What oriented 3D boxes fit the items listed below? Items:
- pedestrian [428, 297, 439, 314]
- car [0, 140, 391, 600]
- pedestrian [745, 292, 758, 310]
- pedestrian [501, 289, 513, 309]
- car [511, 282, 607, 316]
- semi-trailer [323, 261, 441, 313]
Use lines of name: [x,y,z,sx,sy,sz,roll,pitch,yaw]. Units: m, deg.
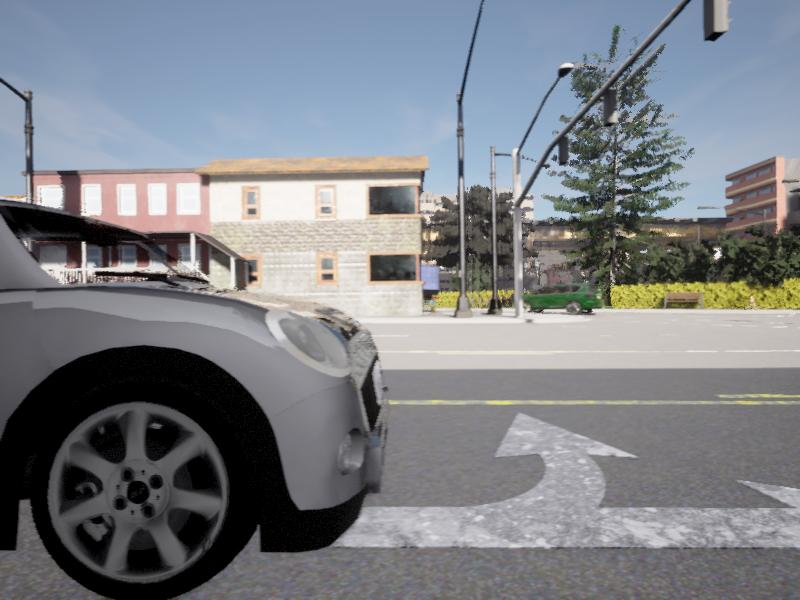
pedestrian: [2.113,0.355,25.364,0.500,1.100,0.500,-1,0,-23]
car: [-1.975,0.250,2.199,3.806,1.475,1.970,0,0,0]
pedestrian: [22.529,0.072,25.641,0.500,1.100,0.500,-1,0,-33]
pedestrian: [10.434,-0.108,38.994,0.751,1.860,0.751,-1,0,-44]
car: [10.539,-0.030,26.888,2.150,2.045,5.566,-1,0,-45]
semi-trailer: [-2.388,-1.007,39.771,14.254,4.402,2.717,-1,0,45]
